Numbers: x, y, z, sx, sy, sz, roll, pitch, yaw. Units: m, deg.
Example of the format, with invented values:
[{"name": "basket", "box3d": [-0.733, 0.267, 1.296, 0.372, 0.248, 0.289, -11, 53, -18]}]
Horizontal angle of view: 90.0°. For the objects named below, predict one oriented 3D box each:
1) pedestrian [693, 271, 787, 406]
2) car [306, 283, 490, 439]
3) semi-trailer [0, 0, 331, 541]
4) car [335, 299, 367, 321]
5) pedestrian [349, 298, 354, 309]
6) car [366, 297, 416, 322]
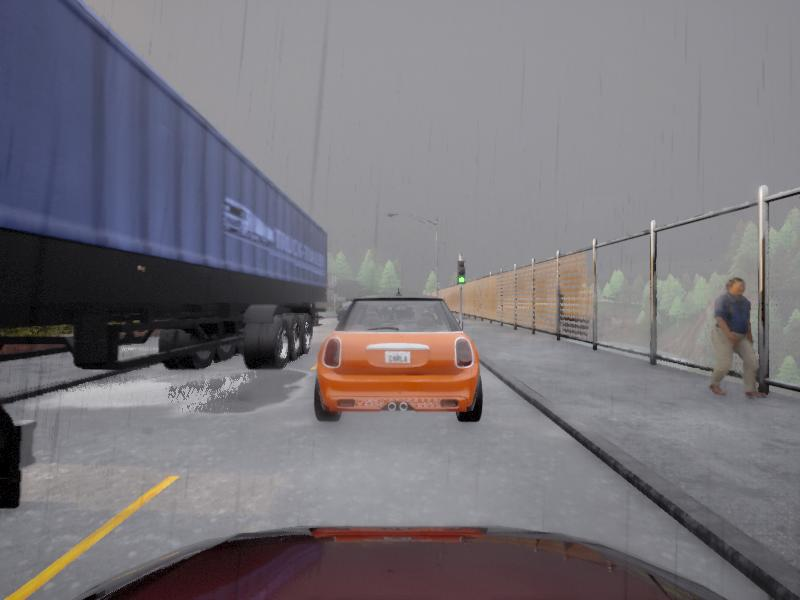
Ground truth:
[{"name": "pedestrian", "box3d": [4.971, 0.533, 5.899, 0.751, 1.860, 0.751, 0, 0, 0]}, {"name": "car", "box3d": [-0.001, 0.694, 6.843, 2.097, 1.767, 4.553, 0, 0, 1]}, {"name": "semi-trailer", "box3d": [-3.964, -0.620, 7.847, 2.717, 4.402, 14.254, 0, 0, 0]}, {"name": "car", "box3d": [-3.843, 0.771, 32.429, 1.930, 1.638, 5.238, 0, 0, 0]}, {"name": "pedestrian", "box3d": [-8.366, 0.533, 68.827, 0.751, 1.860, 0.751, 0, 0, -1]}, {"name": "car", "box3d": [-0.598, 0.695, 31.296, 2.097, 1.767, 4.553, 0, 0, 24]}]
